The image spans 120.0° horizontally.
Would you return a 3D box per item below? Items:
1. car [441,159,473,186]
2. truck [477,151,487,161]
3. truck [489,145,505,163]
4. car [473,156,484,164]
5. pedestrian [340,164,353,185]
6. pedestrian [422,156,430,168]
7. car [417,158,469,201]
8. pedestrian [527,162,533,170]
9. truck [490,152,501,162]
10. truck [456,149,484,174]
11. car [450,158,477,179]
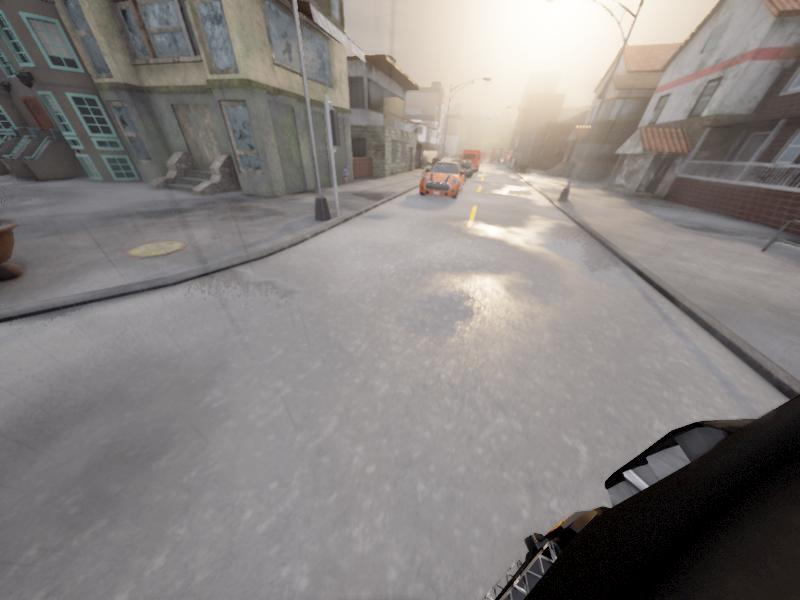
[{"bbox_3d":[4.694,-10.515,18.910,1.851,1.617,3.988,12,34,14],"label":"car"},{"bbox_3d":[26.268,-46.073,73.890,2.627,2.467,5.204,12,34,14],"label":"truck"},{"bbox_3d":[26.402,-39.779,63.090,2.891,3.827,8.468,12,34,14],"label":"truck"},{"bbox_3d":[19.224,-34.165,56.198,2.033,1.411,5.357,12,34,14],"label":"car"},{"bbox_3d":[-3.343,-7.821,14.410,0.500,1.100,0.500,12,34,14],"label":"pedestrian"},{"bbox_3d":[3.551,-18.786,31.443,0.751,1.300,0.751,-7,34,-14],"label":"pedestrian"},{"bbox_3d":[2.645,-7.234,13.587,2.097,1.767,4.553,12,34,14],"label":"car"},{"bbox_3d":[21.840,-22.581,38.831,0.500,1.100,0.500,11,34,12],"label":"pedestrian"},{"bbox_3d":[29.575,-44.450,71.681,2.627,2.467,5.204,12,34,14],"label":"truck"},{"bbox_3d":[9.236,-18.259,30.251,2.627,2.467,5.204,12,35,14],"label":"truck"},{"bbox_3d":[6.803,-13.929,24.336,2.038,1.542,4.974,12,34,14],"label":"car"}]
